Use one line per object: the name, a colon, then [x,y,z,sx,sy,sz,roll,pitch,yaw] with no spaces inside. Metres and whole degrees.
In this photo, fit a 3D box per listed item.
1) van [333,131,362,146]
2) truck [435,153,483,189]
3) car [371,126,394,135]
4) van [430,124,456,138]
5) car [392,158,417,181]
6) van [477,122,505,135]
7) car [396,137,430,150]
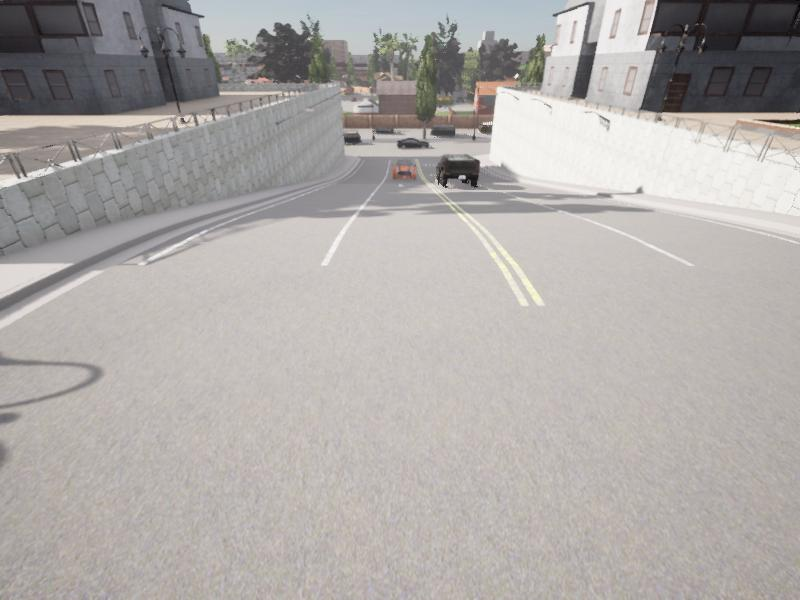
van: [-8.396,-26.071,64.470,4.442,1.987,1.775,0,30,0]
truck: [3.880,-8.995,27.686,2.390,2.098,6.274,0,19,0]
car: [-3.144,-31.618,74.543,4.181,1.385,1.994,0,30,0]
van: [7.588,-30.119,71.356,4.442,1.987,1.775,0,30,0]
car: [0.402,-11.748,35.825,2.097,1.767,4.553,0,21,0]
van: [16.853,-31.919,74.350,4.480,2.038,2.069,0,30,0]
car: [1.973,-24.115,61.551,5.008,1.535,1.882,0,30,0]
